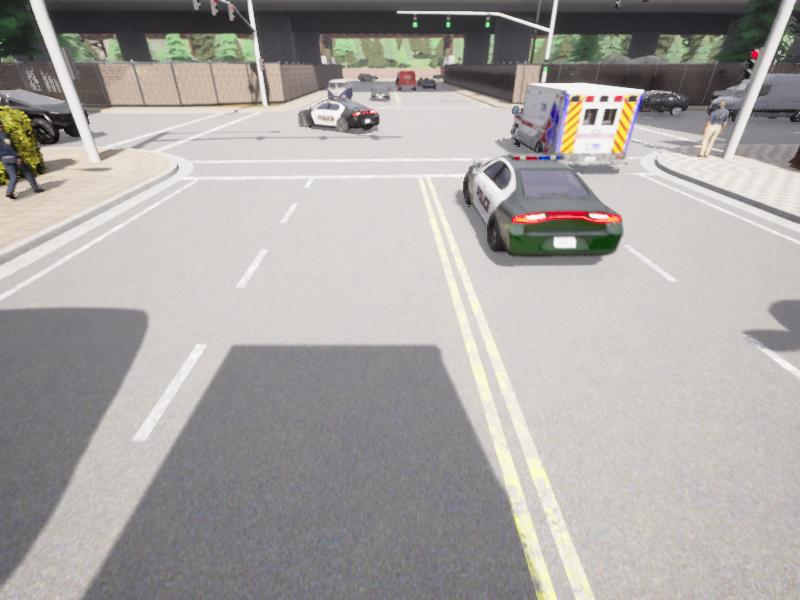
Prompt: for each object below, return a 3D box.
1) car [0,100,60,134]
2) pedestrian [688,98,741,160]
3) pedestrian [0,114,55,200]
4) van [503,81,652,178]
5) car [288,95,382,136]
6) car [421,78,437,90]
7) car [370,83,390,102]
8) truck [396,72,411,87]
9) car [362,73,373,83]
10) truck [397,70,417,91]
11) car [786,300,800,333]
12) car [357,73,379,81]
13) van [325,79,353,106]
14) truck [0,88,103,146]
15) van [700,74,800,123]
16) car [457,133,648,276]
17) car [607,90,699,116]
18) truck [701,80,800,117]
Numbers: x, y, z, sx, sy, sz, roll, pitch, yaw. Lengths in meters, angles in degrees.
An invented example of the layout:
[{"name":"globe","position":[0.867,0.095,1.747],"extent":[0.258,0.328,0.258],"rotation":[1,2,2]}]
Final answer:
[{"name":"car","position":[-21.450,-9.537,20.808],"extent":[5.357,1.411,2.033],"rotation":[-1,30,-1]},{"name":"pedestrian","position":[10.854,-5.926,13.881],"extent":[0.751,1.860,0.751],"rotation":[9,32,15]},{"name":"pedestrian","position":[-9.427,-3.450,9.702],"extent":[0.751,1.860,0.751],"rotation":[2,30,4]},{"name":"van","position":[5.915,-6.539,14.744],"extent":[2.351,2.431,6.366],"rotation":[-1,31,-1]},{"name":"car","position":[-3.538,-10.034,21.571],"extent":[4.974,1.542,2.038],"rotation":[22,37,33]},{"name":"car","position":[4.366,-32.864,60.779],"extent":[1.994,1.385,4.181],"rotation":[-1,30,-1]},{"name":"car","position":[-1.963,-20.863,40.220],"extent":[1.812,1.442,4.674],"rotation":[-1,30,-2]},{"name":"truck","position":[0.575,-38.166,69.135],"extent":[2.390,2.098,6.274],"rotation":[-1,30,-1]},{"name":"car","position":[-6.926,-47.003,84.690],"extent":[2.033,1.649,4.856],"rotation":[-1,30,-1]},{"name":"truck","position":[0.981,-31.299,57.034],"extent":[2.627,2.467,5.204],"rotation":[-1,30,-1]},{"name":"car","position":[6.310,0.775,3.315],"extent":[1.994,1.385,4.181],"rotation":[-1,30,-1]},{"name":"car","position":[-7.193,-50.692,90.995],"extent":[4.856,1.649,2.033],"rotation":[0,30,-1]},{"name":"van","position":[-5.430,-18.918,36.360],"extent":[1.775,1.987,4.442],"rotation":[0,30,1]},{"name":"truck","position":[-17.484,-8.129,17.704],"extent":[6.274,2.098,2.390],"rotation":[-1,30,-1]},{"name":"van","position":[22.466,-12.406,24.568],"extent":[5.915,2.561,1.988],"rotation":[-1,30,-1]},{"name":"car","position":[2.629,-2.338,8.474],"extent":[2.038,1.542,4.974],"rotation":[-1,30,-1]},{"name":"car","position":[17.408,-13.664,27.753],"extent":[4.892,1.490,1.837],"rotation":[0,30,0]},{"name":"truck","position":[25.176,-14.020,27.762],"extent":[6.274,2.098,2.390],"rotation":[-1,30,-1]}]
